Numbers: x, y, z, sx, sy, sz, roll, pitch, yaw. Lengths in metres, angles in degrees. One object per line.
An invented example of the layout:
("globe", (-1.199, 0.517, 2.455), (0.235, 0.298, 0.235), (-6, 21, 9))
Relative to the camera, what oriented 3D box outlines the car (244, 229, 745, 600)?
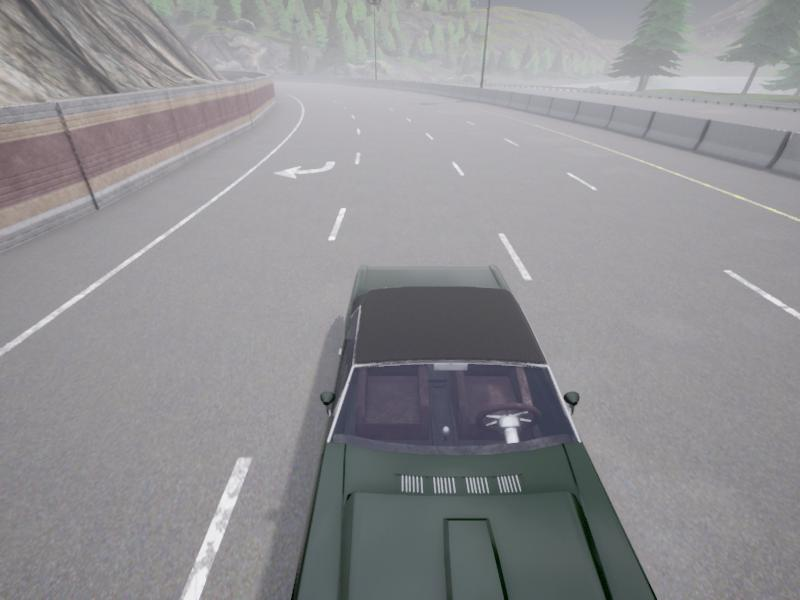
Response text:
("car", (0.360, 0.881, 3.234), (1.895, 1.301, 4.718), (0, 30, 0))
